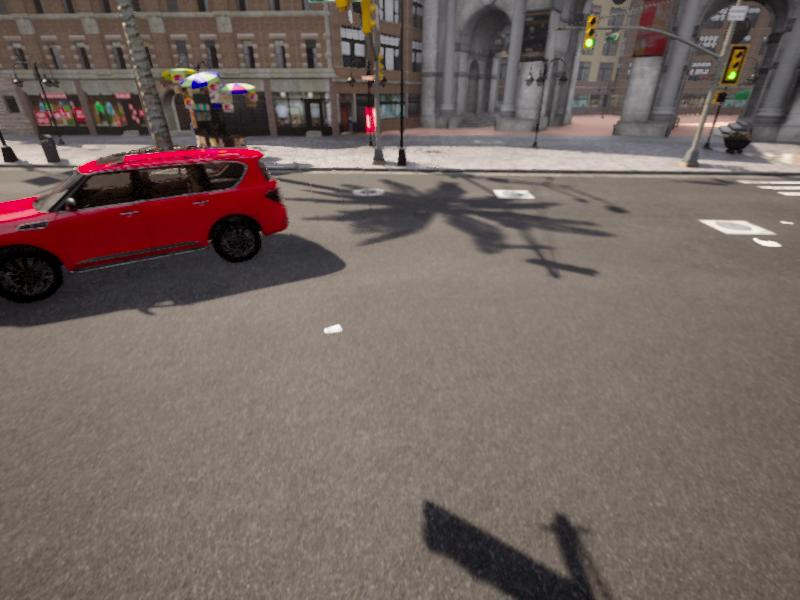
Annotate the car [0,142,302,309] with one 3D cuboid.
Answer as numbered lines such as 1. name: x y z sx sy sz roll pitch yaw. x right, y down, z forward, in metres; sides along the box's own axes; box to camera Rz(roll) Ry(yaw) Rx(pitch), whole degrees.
1. car: -5.058 -1.706 7.739 5.566 2.045 2.150 -16 31 -28
